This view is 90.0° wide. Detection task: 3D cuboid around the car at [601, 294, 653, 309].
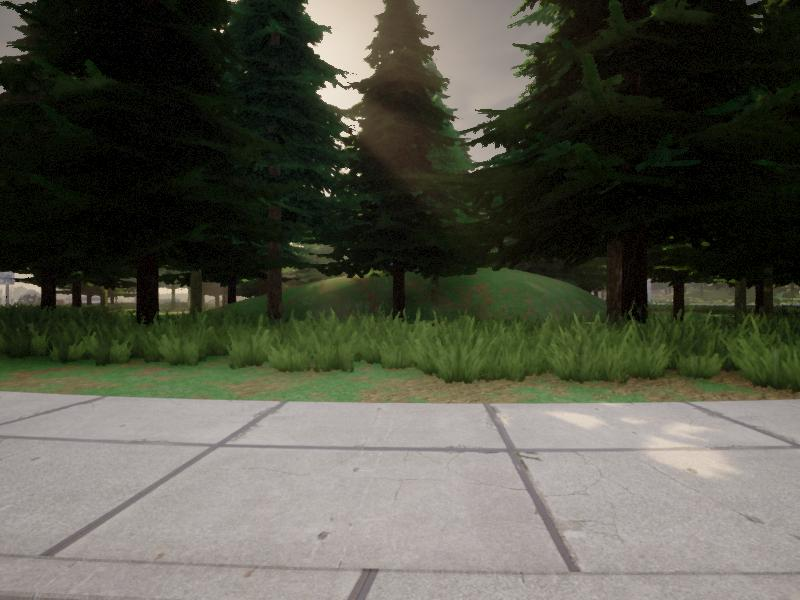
[{"bbox_3d":[26.422,0.178,46.758,2.033,1.649,4.856,0,0,-30],"label":"car"}]
